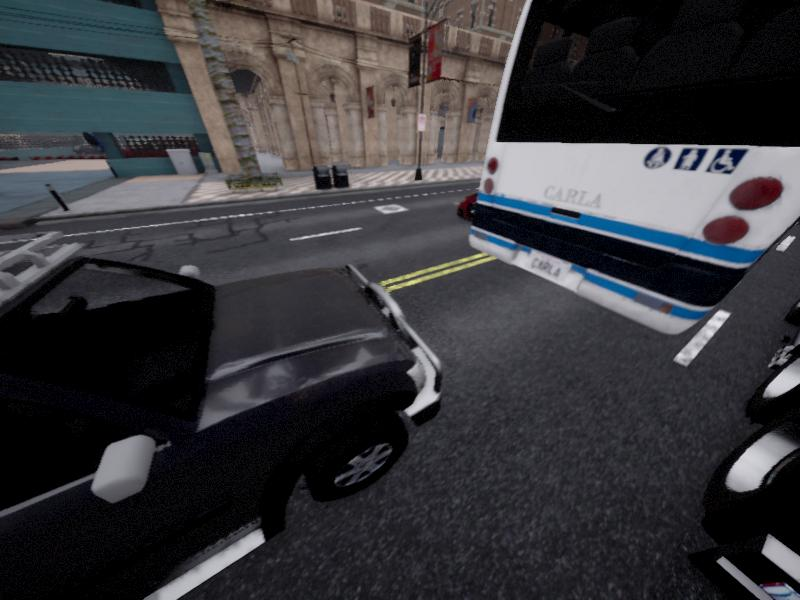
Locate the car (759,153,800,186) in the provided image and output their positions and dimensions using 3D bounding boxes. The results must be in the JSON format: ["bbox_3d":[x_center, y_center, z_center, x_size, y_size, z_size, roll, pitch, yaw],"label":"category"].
[{"bbox_3d":[27.661,-8.997,15.847,5.027,1.651,2.152,-18,39,-25],"label":"car"}]

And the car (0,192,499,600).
[{"bbox_3d":[-2.011,0.693,1.353,4.605,1.855,1.932,-17,38,-25],"label":"car"}]

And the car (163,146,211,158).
[{"bbox_3d":[-29.814,-20.928,32.550,4.718,1.301,1.895,-18,39,-25],"label":"car"}]

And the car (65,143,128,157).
[{"bbox_3d":[-43.238,-21.526,33.127,4.902,1.511,2.128,-18,39,-25],"label":"car"}]

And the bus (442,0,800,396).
[{"bbox_3d":[6.407,-3.134,4.880,10.273,4.253,3.944,-18,39,-25],"label":"bus"}]

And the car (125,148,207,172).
[{"bbox_3d":[-19.702,-12.077,19.807,4.514,1.523,2.007,-18,39,-25],"label":"car"}]

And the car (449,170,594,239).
[{"bbox_3d":[4.000,-3.389,7.754,4.181,1.385,1.994,-18,39,-25],"label":"car"}]

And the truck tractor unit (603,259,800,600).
[{"bbox_3d":[5.104,-0.304,0.805,6.516,4.208,3.053,-18,39,-25],"label":"truck tractor unit"}]

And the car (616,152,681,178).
[{"bbox_3d":[20.454,-11.201,19.039,4.514,1.525,2.007,-18,39,-25],"label":"car"}]

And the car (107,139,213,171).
[{"bbox_3d":[-19.750,-12.383,19.559,5.566,2.045,2.435,-18,39,-25],"label":"car"}]

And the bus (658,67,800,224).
[{"bbox_3d":[17.298,-6.734,10.175,10.273,4.253,3.944,-18,39,-25],"label":"bus"}]
